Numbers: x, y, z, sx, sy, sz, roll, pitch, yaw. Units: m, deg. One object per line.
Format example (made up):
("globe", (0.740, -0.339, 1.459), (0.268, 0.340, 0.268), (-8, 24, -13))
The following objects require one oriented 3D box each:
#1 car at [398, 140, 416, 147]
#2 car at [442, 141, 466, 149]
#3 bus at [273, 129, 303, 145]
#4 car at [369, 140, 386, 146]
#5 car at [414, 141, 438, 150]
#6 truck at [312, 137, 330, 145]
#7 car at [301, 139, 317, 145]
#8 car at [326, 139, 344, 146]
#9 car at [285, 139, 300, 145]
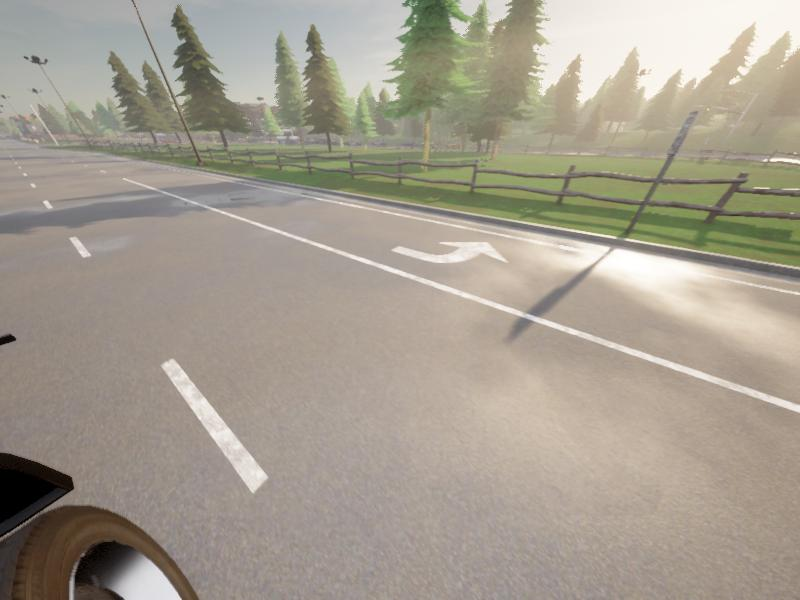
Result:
("car", (1.955, -44.585, 65.832), (5.008, 1.535, 1.882), (22, 41, 28))
("car", (13.071, -37.556, 55.949), (5.366, 1.575, 1.801), (22, 41, 28))
("bus", (-39.686, -57.770, 81.829), (10.273, 4.253, 3.944), (22, 41, 28))
("car", (-6.792, -48.198, 70.837), (4.974, 1.542, 2.038), (22, 41, 28))
("car", (5.989, -35.482, 53.042), (5.027, 1.651, 2.152), (22, 41, 28))
("truck", (-28.226, -57.207, 82.991), (6.274, 2.098, 2.390), (22, 41, 28))
("car", (-30.385, -52.967, 77.361), (5.238, 1.638, 1.930), (22, 41, 28))
("car", (-18.950, -45.807, 67.296), (4.856, 1.649, 2.033), (22, 41, 28))
("car", (-35.909, -52.690, 77.084), (4.514, 1.525, 2.007), (22, 41, 28))
